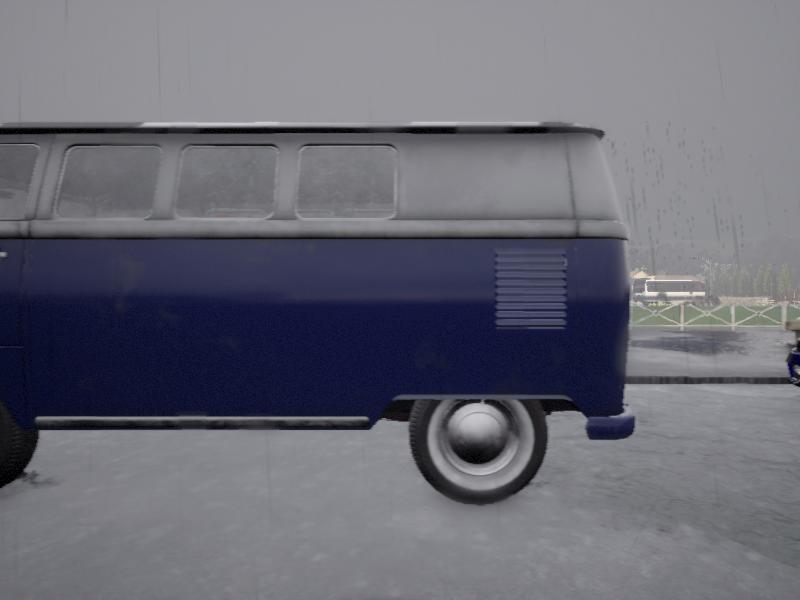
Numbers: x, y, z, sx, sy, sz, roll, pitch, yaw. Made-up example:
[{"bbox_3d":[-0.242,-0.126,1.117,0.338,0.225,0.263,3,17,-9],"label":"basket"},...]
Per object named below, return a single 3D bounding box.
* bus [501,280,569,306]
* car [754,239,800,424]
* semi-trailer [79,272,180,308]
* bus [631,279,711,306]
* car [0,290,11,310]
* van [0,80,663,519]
[{"bbox_3d":[22.829,-1.141,68.287,10.273,4.253,3.944,0,0,0],"label":"bus"},{"bbox_3d":[5.285,0.253,2.699,4.193,1.474,1.816,0,0,0],"label":"car"},{"bbox_3d":[-36.940,-1.220,55.947,2.717,4.402,14.254,0,0,9],"label":"semi-trailer"},{"bbox_3d":[43.485,-1.150,64.521,10.273,4.253,3.944,0,0,0],"label":"bus"},{"bbox_3d":[-41.475,-0.019,38.759,2.150,2.045,5.566,0,0,0],"label":"car"},{"bbox_3d":[-1.030,-0.001,2.699,4.442,1.987,1.775,0,0,0],"label":"van"}]
